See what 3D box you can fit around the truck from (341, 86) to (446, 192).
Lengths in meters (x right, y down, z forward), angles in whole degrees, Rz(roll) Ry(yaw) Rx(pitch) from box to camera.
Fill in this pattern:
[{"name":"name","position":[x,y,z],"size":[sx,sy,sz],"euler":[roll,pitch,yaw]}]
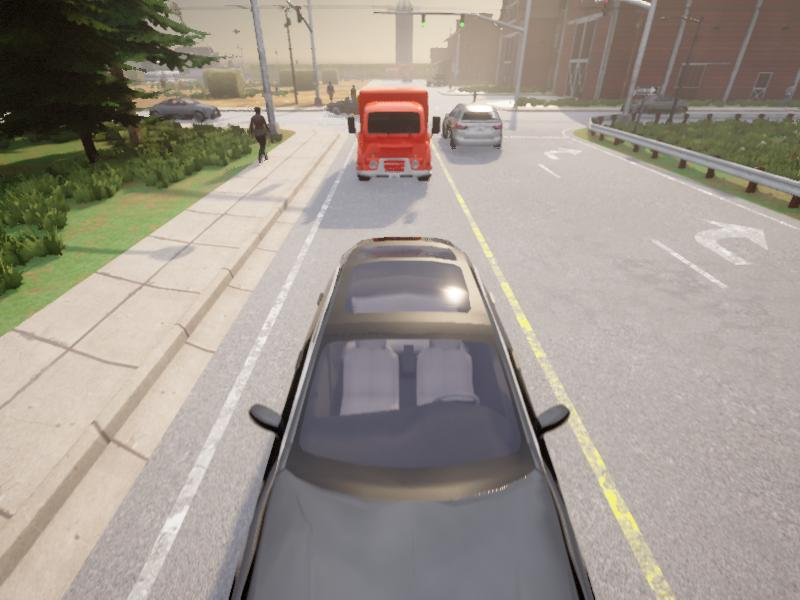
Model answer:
[{"name":"truck","position":[-0.203,-5.425,12.910],"size":[2.627,2.467,5.204],"euler":[0,30,-1]}]

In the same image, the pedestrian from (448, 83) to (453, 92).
[{"name":"pedestrian","position":[6.570,-27.749,52.225],"size":[0.500,1.100,0.500],"euler":[-2,30,-4]}]

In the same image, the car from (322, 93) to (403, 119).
[{"name":"car","position":[-2.652,-13.886,28.514],"size":[5.357,1.411,2.033],"euler":[13,32,21]}]

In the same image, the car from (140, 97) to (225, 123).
[{"name":"car","position":[-13.926,-12.299,25.842],"size":[4.181,1.385,1.994],"euler":[0,30,0]}]

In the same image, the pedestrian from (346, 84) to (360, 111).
[{"name":"pedestrian","position":[-3.726,-16.234,32.027],"size":[0.751,1.860,0.751],"euler":[10,32,17]}]

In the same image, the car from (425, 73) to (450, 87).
[{"name":"car","position":[6.362,-37.636,68.444],"size":[1.905,1.878,3.866],"euler":[-31,40,-33]}]

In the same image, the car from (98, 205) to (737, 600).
[{"name":"car","position":[0.062,0.681,3.374],"size":[2.128,1.511,4.902],"euler":[0,30,0]}]

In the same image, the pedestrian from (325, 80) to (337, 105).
[{"name":"pedestrian","position":[-6.025,-18.097,34.910],"size":[0.751,1.860,0.751],"euler":[-10,32,-17]}]

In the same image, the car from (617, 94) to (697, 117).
[{"name":"car","position":[18.405,-14.041,28.841],"size":[4.181,1.385,1.994],"euler":[0,30,0]}]

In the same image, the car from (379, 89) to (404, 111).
[{"name":"car","position":[-0.643,-16.707,33.363],"size":[1.994,1.385,4.181],"euler":[0,30,0]}]

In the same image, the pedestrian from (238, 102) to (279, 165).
[{"name":"pedestrian","position":[-4.711,-5.588,13.435],"size":[0.751,1.860,0.751],"euler":[4,30,6]}]

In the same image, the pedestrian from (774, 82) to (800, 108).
[{"name":"pedestrian","position":[31.267,-16.533,32.282],"size":[0.751,1.860,0.751],"euler":[-2,30,-4]}]

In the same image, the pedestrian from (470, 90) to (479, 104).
[{"name":"pedestrian","position":[6.663,-18.073,35.619],"size":[0.500,1.100,0.500],"euler":[-18,35,-29]}]

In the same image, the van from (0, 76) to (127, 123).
[{"name":"van","position":[-21.410,-12.808,25.551],"size":[5.915,2.561,1.988],"euler":[0,30,0]}]

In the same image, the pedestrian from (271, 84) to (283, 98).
[{"name":"pedestrian","position":[-13.109,-22.299,42.669],"size":[0.751,1.300,0.751],"euler":[14,33,23]}]

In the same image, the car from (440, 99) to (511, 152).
[{"name":"car","position":[3.198,-7.970,18.062],"size":[2.242,1.667,4.611],"euler":[0,30,-1]}]

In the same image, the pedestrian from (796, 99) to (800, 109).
[{"name":"pedestrian","position":[32.356,-15.910,31.968],"size":[0.500,1.100,0.500],"euler":[-3,30,-4]}]

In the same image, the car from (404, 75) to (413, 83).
[{"name":"car","position":[1.801,-49.036,88.658],"size":[1.789,1.549,3.705],"euler":[0,30,-1]}]

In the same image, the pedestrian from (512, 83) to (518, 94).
[{"name":"pedestrian","position":[13.608,-24.950,47.186],"size":[0.500,1.100,0.500],"euler":[6,31,10]}]

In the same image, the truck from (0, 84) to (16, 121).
[{"name":"truck","position":[-29.289,-12.633,25.685],"size":[6.274,2.098,2.390],"euler":[0,30,0]}]
